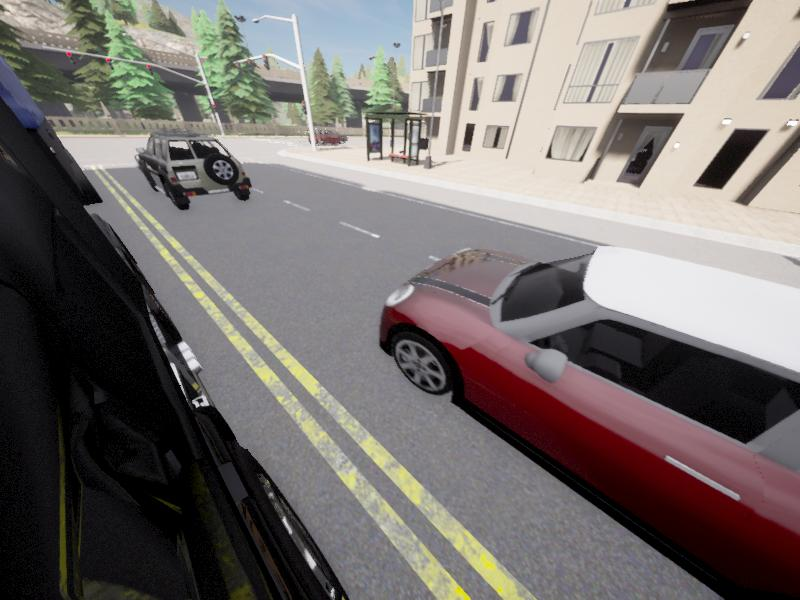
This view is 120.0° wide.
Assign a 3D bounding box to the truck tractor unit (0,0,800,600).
[{"bbox_3d":[-2.645,-0.295,0.351,6.516,4.208,3.053,28,44,30],"label":"truck tractor unit"}]

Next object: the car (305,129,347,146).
[{"bbox_3d":[-8.495,-18.832,26.815,1.816,1.474,4.193,29,44,30],"label":"car"}]

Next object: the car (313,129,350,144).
[{"bbox_3d":[-9.036,-21.653,30.618,1.994,1.385,4.181,29,44,30],"label":"car"}]

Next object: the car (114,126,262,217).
[{"bbox_3d":[-6.751,-4.298,7.350,4.605,1.855,1.932,27,43,30],"label":"car"}]

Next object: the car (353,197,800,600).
[{"bbox_3d":[1.672,0.406,2.003,3.806,1.475,1.970,28,44,30],"label":"car"}]

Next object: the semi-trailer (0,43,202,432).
[{"bbox_3d":[-8.694,-3.621,4.213,14.254,4.402,2.717,28,44,30],"label":"semi-trailer"}]
